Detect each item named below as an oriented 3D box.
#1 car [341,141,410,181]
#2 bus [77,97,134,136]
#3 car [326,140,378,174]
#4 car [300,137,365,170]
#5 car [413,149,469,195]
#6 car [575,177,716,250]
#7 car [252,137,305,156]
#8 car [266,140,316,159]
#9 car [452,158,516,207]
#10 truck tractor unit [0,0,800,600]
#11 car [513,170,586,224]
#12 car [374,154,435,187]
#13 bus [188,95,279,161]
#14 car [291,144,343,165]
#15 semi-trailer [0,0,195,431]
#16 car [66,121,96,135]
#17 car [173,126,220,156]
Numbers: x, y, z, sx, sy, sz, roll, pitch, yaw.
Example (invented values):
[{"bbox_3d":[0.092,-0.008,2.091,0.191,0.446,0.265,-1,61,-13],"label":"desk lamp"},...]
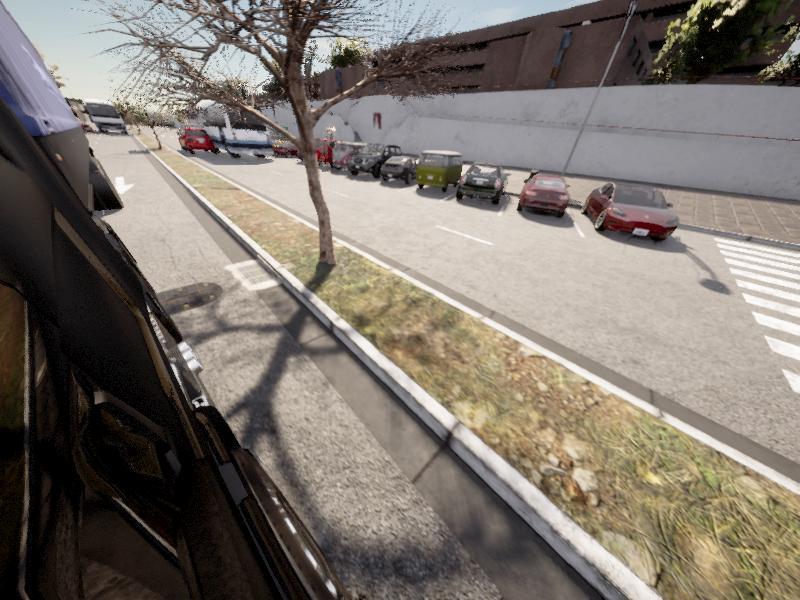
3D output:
[{"bbox_3d":[-1.607,-10.468,17.297,2.435,2.045,5.566,18,36,19],"label":"car"},{"bbox_3d":[-47.733,-29.879,37.759,3.944,4.253,10.273,-27,46,-37],"label":"bus"},{"bbox_3d":[-3.724,-11.720,18.933,1.878,1.987,4.442,18,36,19],"label":"car"},{"bbox_3d":[-5.746,-13.130,20.724,2.435,2.045,5.566,18,36,19],"label":"car"},{"bbox_3d":[2.600,-7.889,14.046,1.878,1.987,4.442,18,36,19],"label":"car"},{"bbox_3d":[8.772,-3.653,8.994,2.163,1.488,4.792,18,36,19],"label":"car"},{"bbox_3d":[-14.157,-18.117,27.433,1.946,1.575,5.366,19,36,19],"label":"car"},{"bbox_3d":[-12.019,-16.836,25.891,2.163,1.488,4.792,19,36,19],"label":"car"},{"bbox_3d":[4.608,-6.421,12.298,2.185,1.767,4.553,18,36,19],"label":"car"},{"bbox_3d":[-2.645,-0.295,0.352,6.516,4.208,3.053,28,44,30],"label":"truck tractor unit"},{"bbox_3d":[6.684,-4.982,10.723,2.002,1.452,4.674,18,36,19],"label":"car"},{"bbox_3d":[0.456,-8.958,15.767,2.231,1.521,4.892,18,36,19],"label":"car"},{"bbox_3d":[-16.412,-16.636,22.640,3.944,4.253,10.273,-27,45,-37],"label":"bus"},{"bbox_3d":[-7.856,-14.194,22.548,2.002,1.452,4.674,18,36,19],"label":"car"},{"bbox_3d":[-8.470,-3.688,4.526,14.254,4.402,2.717,30,42,33],"label":"semi-trailer"},{"bbox_3d":[-45.514,-24.633,33.052,1.994,1.385,4.181,-27,46,-37],"label":"car"},{"bbox_3d":[-20.254,-15.787,22.913,2.150,2.045,5.566,-27,45,-37],"label":"car"}]
